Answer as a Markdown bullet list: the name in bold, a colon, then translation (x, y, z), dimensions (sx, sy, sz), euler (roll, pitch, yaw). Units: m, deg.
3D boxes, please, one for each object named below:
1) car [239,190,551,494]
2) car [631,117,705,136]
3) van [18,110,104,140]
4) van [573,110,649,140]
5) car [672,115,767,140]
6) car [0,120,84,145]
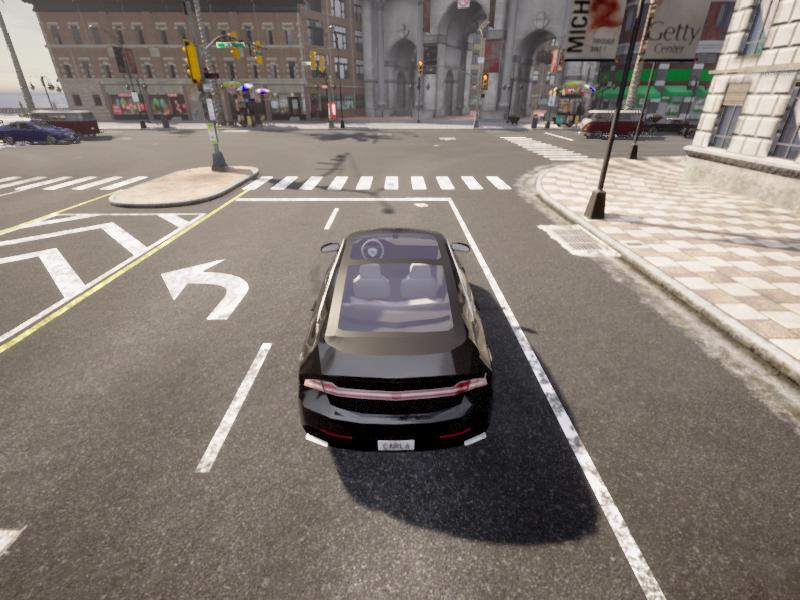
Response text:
- **car**: translation (-0.056, -0.146, 5.248), dimensions (2.128, 1.511, 4.902), euler (0, 27, -1)
- **car**: translation (22.498, -14.639, 33.701), dimensions (4.718, 1.301, 1.895), euler (0, 27, 1)
- **van**: translation (-25.600, -13.315, 30.376), dimensions (4.442, 1.987, 1.775), euler (0, 27, 0)
- **van**: translation (15.952, -13.346, 30.431), dimensions (4.442, 1.987, 1.775), euler (0, 27, 0)
- **car**: translation (24.196, -13.191, 30.503), dimensions (5.238, 1.638, 1.930), euler (0, 27, 0)
- **car**: translation (-24.904, -11.477, 27.386), dimensions (4.674, 1.442, 1.812), euler (0, 27, 0)
